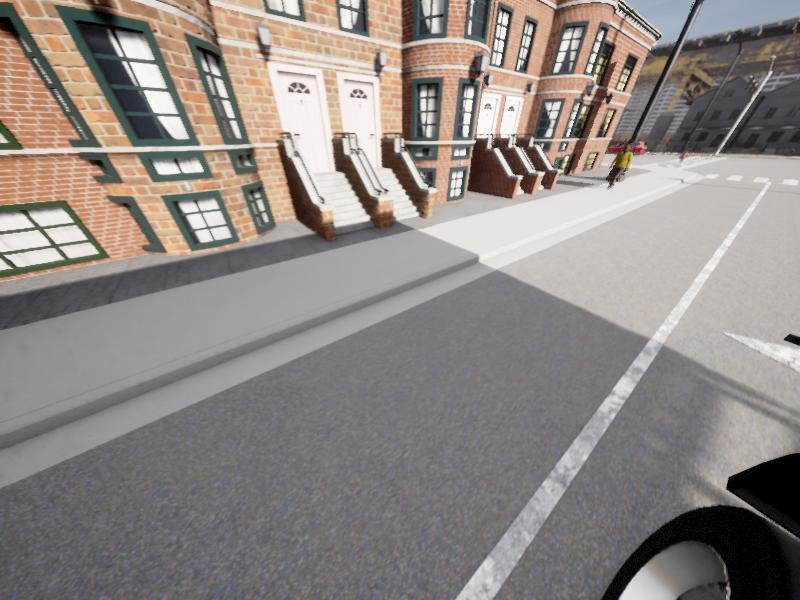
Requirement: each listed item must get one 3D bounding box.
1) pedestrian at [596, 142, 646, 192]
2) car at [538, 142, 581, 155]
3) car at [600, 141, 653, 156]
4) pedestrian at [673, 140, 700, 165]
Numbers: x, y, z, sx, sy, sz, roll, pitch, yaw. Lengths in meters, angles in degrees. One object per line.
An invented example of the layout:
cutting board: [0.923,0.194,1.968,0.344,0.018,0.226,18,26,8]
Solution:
pedestrian: [9.837,-5.948,10.336,0.751,1.860,0.751,-20,40,-25]
car: [24.740,-23.726,36.031,1.837,1.490,4.892,-22,41,-28]
car: [31.854,-21.497,32.660,2.242,1.667,4.611,-22,41,-28]
pedestrian: [25.978,-13.373,20.992,0.751,1.860,0.751,-26,42,-31]
